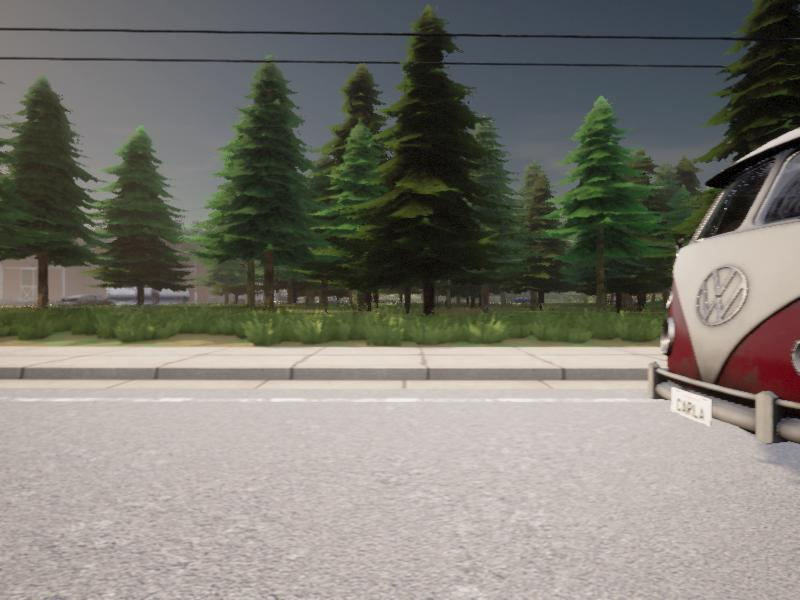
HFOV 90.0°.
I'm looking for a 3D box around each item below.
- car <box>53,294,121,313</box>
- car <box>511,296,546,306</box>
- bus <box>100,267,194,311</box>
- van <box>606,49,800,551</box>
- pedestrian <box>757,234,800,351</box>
[{"bbox_3d":[-26.832,0.281,34.584,2.163,1.488,4.792,0,0,-1],"label":"car"},{"bbox_3d":[20.009,0.222,62.425,5.008,1.535,1.882,0,0,0],"label":"car"},{"bbox_3d":[-27.081,-1.104,43.761,3.944,4.253,10.273,0,0,-1],"label":"bus"},{"bbox_3d":[3.805,0.000,2.186,4.442,1.987,1.775,0,0,0],"label":"van"},{"bbox_3d":[6.582,-0.113,6.660,0.751,1.860,0.751,0,0,22],"label":"pedestrian"}]
